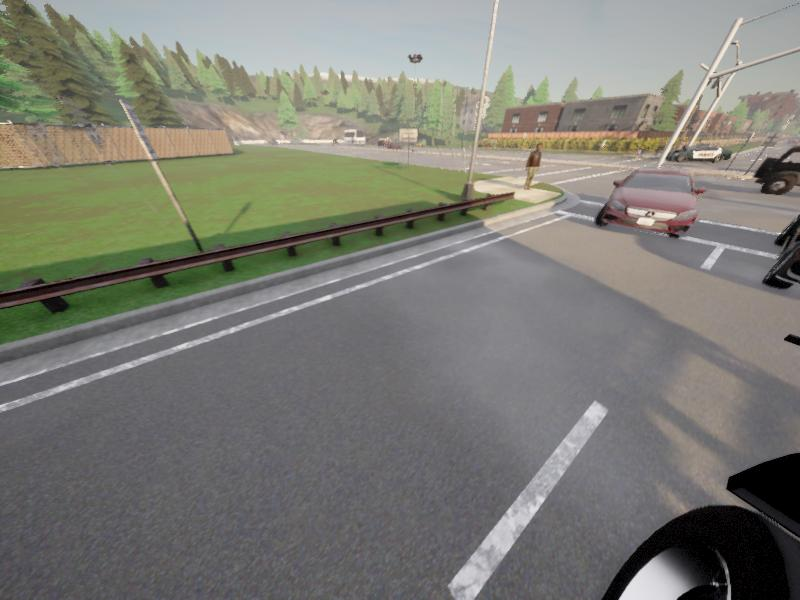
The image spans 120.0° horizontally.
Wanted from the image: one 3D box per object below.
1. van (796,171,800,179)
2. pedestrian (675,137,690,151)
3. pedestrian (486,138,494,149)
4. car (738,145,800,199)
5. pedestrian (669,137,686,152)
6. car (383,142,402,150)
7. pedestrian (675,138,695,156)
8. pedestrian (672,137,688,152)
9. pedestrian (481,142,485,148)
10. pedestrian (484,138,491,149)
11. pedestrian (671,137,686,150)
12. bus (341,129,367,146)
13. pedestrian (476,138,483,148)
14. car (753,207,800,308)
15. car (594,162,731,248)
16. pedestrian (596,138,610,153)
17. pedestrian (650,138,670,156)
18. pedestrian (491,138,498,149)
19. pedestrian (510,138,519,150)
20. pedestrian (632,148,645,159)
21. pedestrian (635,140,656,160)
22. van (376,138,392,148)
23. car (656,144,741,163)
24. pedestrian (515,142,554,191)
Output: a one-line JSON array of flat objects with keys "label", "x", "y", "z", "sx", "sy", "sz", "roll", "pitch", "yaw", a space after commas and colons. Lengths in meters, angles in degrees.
[{"label": "van", "x": 27.111, "y": -8.700, "z": 14.306, "sx": 4.442, "sy": 1.987, "sz": 1.775, "roll": -22, "pitch": 41, "yaw": -28}, {"label": "pedestrian", "x": 46.320, "y": -25.526, "z": 37.817, "sx": 0.751, "sy": 1.860, "sz": 0.751, "roll": -26, "pitch": 43, "yaw": -32}, {"label": "pedestrian", "x": 18.902, "y": -32.888, "z": 48.470, "sx": 0.751, "sy": 1.860, "sz": 0.751, "roll": -22, "pitch": 40, "yaw": -27}, {"label": "car", "x": 18.178, "y": -5.371, "z": 9.740, "sx": 1.905, "sy": 1.878, "sz": 3.866, "roll": -22, "pitch": 40, "yaw": -27}, {"label": "pedestrian", "x": 43.520, "y": -24.393, "z": 36.233, "sx": 0.751, "sy": 1.860, "sz": 0.751, "roll": -10, "pitch": 36, "yaw": -13}, {"label": "car", "x": -1.634, "y": -33.500, "z": 50.232, "sx": 1.994, "sy": 1.385, "sz": 4.181, "roll": -22, "pitch": 40, "yaw": -27}, {"label": "pedestrian", "x": 35.640, "y": -19.175, "z": 28.896, "sx": 0.751, "sy": 1.860, "sz": 0.751, "roll": 26, "pitch": 43, "yaw": 32}, {"label": "pedestrian", "x": 44.435, "y": -24.701, "z": 36.663, "sx": 0.751, "sy": 1.860, "sz": 0.751, "roll": -22, "pitch": 41, "yaw": -28}, {"label": "pedestrian", "x": 17.822, "y": -33.274, "z": 49.685, "sx": 0.500, "sy": 1.100, "sz": 0.500, "roll": -19, "pitch": 39, "yaw": -25}, {"label": "pedestrian", "x": 18.410, "y": -32.992, "z": 48.622, "sx": 0.751, "sy": 1.860, "sz": 0.751, "roll": -21, "pitch": 40, "yaw": -26}, {"label": "pedestrian", "x": 47.529, "y": -26.639, "z": 39.385, "sx": 0.751, "sy": 1.860, "sz": 0.751, "roll": -23, "pitch": 41, "yaw": -29}, {"label": "bus", "x": -15.214, "y": -53.230, "z": 75.810, "sx": 3.944, "sy": 4.253, "sz": 10.273, "roll": -21, "pitch": 40, "yaw": -26}, {"label": "pedestrian", "x": 17.319, "y": -34.050, "z": 50.130, "sx": 0.751, "sy": 1.860, "sz": 0.751, "roll": -12, "pitch": 37, "yaw": -15}, {"label": "car", "x": 8.807, "y": -1.100, "z": 3.990, "sx": 5.027, "sy": 1.651, "sz": 2.152, "roll": -22, "pitch": 41, "yaw": -28}, {"label": "car", "x": 7.757, "y": -3.243, "z": 7.192, "sx": 1.812, "sy": 1.442, "sz": 4.674, "roll": 26, "pitch": 43, "yaw": 31}, {"label": "pedestrian", "x": 30.484, "y": -23.275, "z": 34.750, "sx": 0.751, "sy": 1.860, "sz": 0.751, "roll": -22, "pitch": 41, "yaw": -28}, {"label": "pedestrian", "x": 31.248, "y": -18.376, "z": 27.745, "sx": 0.751, "sy": 1.860, "sz": 0.751, "roll": -22, "pitch": 41, "yaw": -28}, {"label": "pedestrian", "x": 19.534, "y": -32.240, "z": 47.547, "sx": 0.751, "sy": 1.860, "sz": 0.751, "roll": 22, "pitch": 41, "yaw": 28}, {"label": "pedestrian", "x": 22.087, "y": -30.206, "z": 44.643, "sx": 0.751, "sy": 1.860, "sz": 0.751, "roll": -21, "pitch": 40, "yaw": -27}, {"label": "pedestrian", "x": 27.452, "y": -16.853, "z": 26.591, "sx": 0.500, "sy": 1.100, "sz": 0.500, "roll": -22, "pitch": 41, "yaw": -28}, {"label": "pedestrian", "x": 28.536, "y": -17.464, "z": 26.896, "sx": 0.751, "sy": 1.860, "sz": 0.751, "roll": -14, "pitch": 38, "yaw": -19}, {"label": "van", "x": -4.017, "y": -39.351, "z": 57.963, "sx": 2.069, "sy": 2.038, "sz": 4.480, "roll": -22, "pitch": 40, "yaw": -27}, {"label": "car", "x": 30.525, "y": -15.173, "z": 23.855, "sx": 4.974, "sy": 1.542, "sz": 2.038, "roll": 7, "pitch": 36, "yaw": 10}, {"label": "pedestrian", "x": 6.001, "y": -5.989, "z": 10.431, "sx": 0.751, "sy": 1.860, "sz": 0.751, "roll": -1, "pitch": 35, "yaw": 0}]
